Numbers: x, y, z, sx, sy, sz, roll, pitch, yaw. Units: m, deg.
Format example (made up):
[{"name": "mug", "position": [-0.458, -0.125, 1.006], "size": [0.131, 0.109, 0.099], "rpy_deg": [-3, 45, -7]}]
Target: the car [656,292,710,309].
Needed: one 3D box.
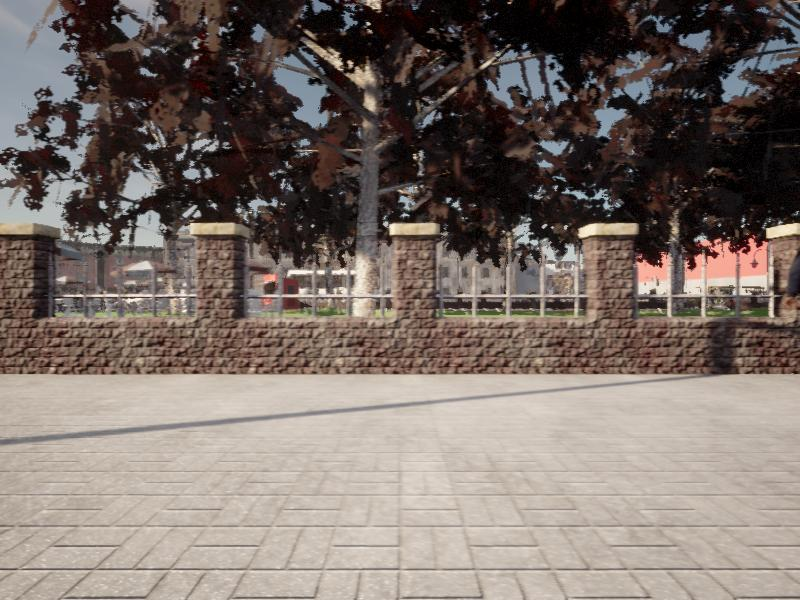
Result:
[{"name": "car", "position": [31.116, 0.057, 44.026], "size": [4.605, 1.855, 1.932], "rpy_deg": [0, 0, 0]}]

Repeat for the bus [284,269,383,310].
[{"name": "bus", "position": [-7.104, -1.137, 44.074], "size": [10.273, 4.253, 3.944], "rpy_deg": [0, 0, 0]}]

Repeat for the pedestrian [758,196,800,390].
[{"name": "pedestrian", "position": [4.207, -0.066, 3.909], "size": [0.751, 1.860, 0.751], "rpy_deg": [0, 0, -9]}]

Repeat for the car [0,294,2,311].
[{"name": "car", "position": [-36.229, 0.222, 33.153], "size": [2.007, 1.525, 4.514], "rpy_deg": [0, 0, 2]}]
